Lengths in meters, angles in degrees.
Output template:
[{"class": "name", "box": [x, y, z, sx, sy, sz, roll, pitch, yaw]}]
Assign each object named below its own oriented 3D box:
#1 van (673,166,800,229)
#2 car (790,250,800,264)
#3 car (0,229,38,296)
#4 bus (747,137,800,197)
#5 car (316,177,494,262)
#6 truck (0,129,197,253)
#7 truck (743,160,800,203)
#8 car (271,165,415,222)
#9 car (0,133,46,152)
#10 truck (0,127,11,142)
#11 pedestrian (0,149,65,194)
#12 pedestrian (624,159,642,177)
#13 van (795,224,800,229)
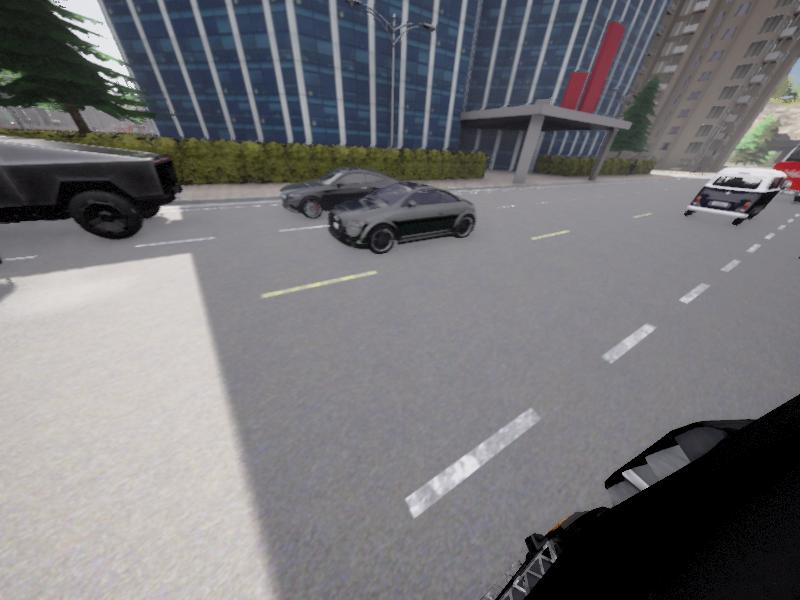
[{"class": "van", "box": [15.111, -4.727, 10.349, 4.480, 2.038, 2.069, -16, 38, -26]}, {"class": "car", "box": [13.088, -1.633, 6.169, 4.181, 1.385, 1.994, -15, 38, -25]}, {"class": "car", "box": [-7.936, -0.178, 2.248, 4.193, 1.474, 1.816, -16, 38, -26]}, {"class": "bus", "box": [38.402, -12.340, 21.569, 10.273, 4.253, 3.944, -16, 38, -26]}, {"class": "car", "box": [0.186, -2.450, 6.379, 4.181, 1.385, 1.994, -16, 38, -26]}, {"class": "truck", "box": [-8.878, -2.413, 4.954, 6.274, 2.098, 2.390, -16, 38, -26]}, {"class": "truck", "box": [30.122, -9.176, 17.791, 5.204, 2.467, 2.627, -16, 38, -26]}, {"class": "car", "box": [-1.940, -4.118, 8.638, 4.674, 1.442, 1.812, -16, 38, -26]}, {"class": "car", "box": [-40.115, -16.287, 23.861, 2.007, 1.525, 4.514, -15, 38, -25]}, {"class": "truck", "box": [-65.344, -25.201, 33.132, 8.468, 3.827, 2.891, -16, 38, -26]}, {"class": "pedestrian", "box": [-13.218, -4.581, 8.255, 0.751, 1.300, 0.751, -17, 39, -28]}, {"class": "pedestrian", "box": [29.262, -16.582, 29.030, 0.751, 1.860, 0.751, -17, 38, -27]}, {"class": "van", "box": [19.971, -4.238, 9.551, 5.915, 2.561, 1.988, -14, 37, -23]}]
